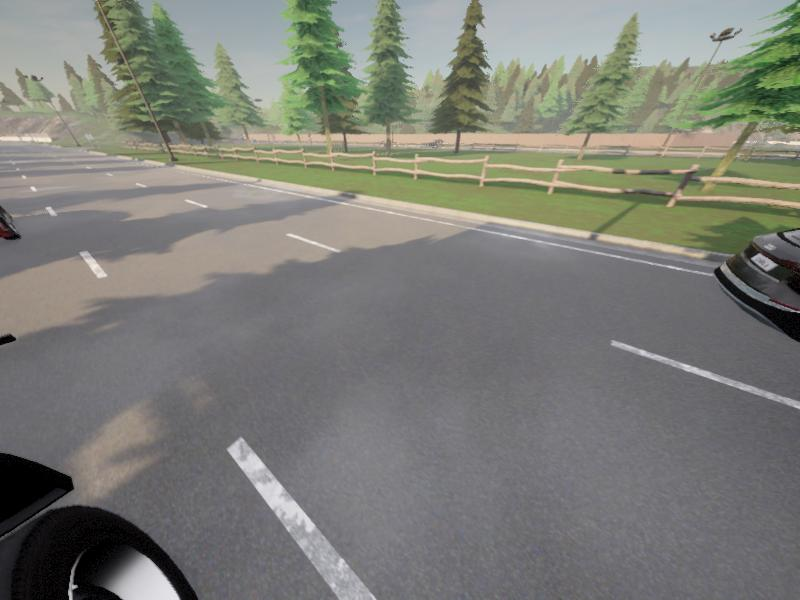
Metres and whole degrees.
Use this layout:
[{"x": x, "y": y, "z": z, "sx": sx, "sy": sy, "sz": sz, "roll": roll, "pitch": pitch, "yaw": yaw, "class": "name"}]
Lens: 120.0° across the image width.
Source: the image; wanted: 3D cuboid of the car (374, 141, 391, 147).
[{"x": -4.785, "y": -42.203, "z": 62.436, "sx": 4.181, "sy": 1.385, "sz": 1.994, "roll": 22, "pitch": 41, "yaw": 27, "class": "car"}]

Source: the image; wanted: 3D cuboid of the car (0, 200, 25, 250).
[{"x": -11.707, "y": -2.171, "z": 5.709, "sx": 4.181, "sy": 1.385, "sz": 1.994, "roll": 22, "pitch": 41, "yaw": 28, "class": "car"}]

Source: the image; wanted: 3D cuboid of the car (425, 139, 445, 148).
[{"x": 9.219, "y": -41.705, "z": 61.385, "sx": 4.605, "sy": 1.855, "sz": 1.932, "roll": 22, "pitch": 41, "yaw": 27, "class": "car"}]

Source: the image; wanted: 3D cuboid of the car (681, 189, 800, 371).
[{"x": 6.810, "y": 0.278, "z": 2.142, "sx": 4.856, "sy": 1.649, "sz": 2.033, "roll": 22, "pitch": 41, "yaw": 28, "class": "car"}]
